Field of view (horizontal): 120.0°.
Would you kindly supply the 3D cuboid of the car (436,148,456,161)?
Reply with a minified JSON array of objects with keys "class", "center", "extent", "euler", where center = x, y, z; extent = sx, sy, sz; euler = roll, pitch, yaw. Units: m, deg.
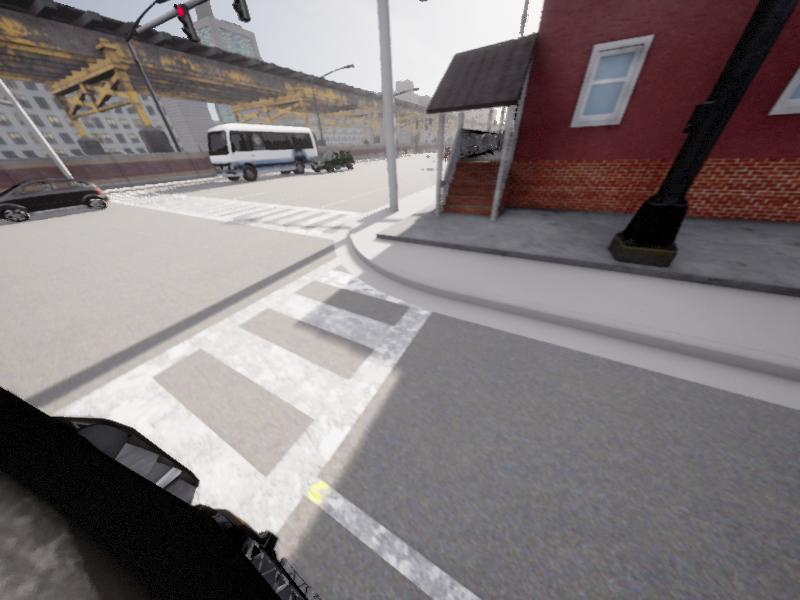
[{"class":"car","center":[7.101,-22.470,35.561],"extent":[1.845,1.501,3.633],"euler":[15,38,24]}]

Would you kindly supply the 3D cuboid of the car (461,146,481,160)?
[{"class":"car","center":[10.840,-22.365,35.125],"extent":[1.845,1.501,3.633],"euler":[15,38,24]}]

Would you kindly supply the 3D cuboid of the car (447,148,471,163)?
[{"class":"car","center":[7.873,-19.134,30.597],"extent":[1.812,1.442,4.674],"euler":[15,38,24]}]

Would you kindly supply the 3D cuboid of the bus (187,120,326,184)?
[{"class":"bus","center":[-12.841,-14.441,22.618],"extent":[3.944,4.253,10.273],"euler":[15,37,24]}]

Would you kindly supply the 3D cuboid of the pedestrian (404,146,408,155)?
[{"class":"pedestrian","center":[1.492,-37.128,57.268],"extent":[0.751,1.860,0.751],"euler":[10,36,19]}]

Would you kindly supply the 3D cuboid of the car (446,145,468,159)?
[{"class":"car","center":[9.883,-25.529,39.795],"extent":[2.242,1.667,4.611],"euler":[15,38,24]}]

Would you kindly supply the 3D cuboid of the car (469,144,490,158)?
[{"class":"car","center":[13.624,-25.438,39.379],"extent":[2.242,1.667,4.611],"euler":[15,38,25]}]

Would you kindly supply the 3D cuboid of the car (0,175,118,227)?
[{"class":"car","center":[-16.919,-4.883,11.071],"extent":[1.789,1.549,3.705],"euler":[15,37,24]}]

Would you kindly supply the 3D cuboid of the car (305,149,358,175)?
[{"class":"car","center":[-7.384,-15.367,25.569],"extent":[2.150,2.045,5.566],"euler":[15,38,24]}]
